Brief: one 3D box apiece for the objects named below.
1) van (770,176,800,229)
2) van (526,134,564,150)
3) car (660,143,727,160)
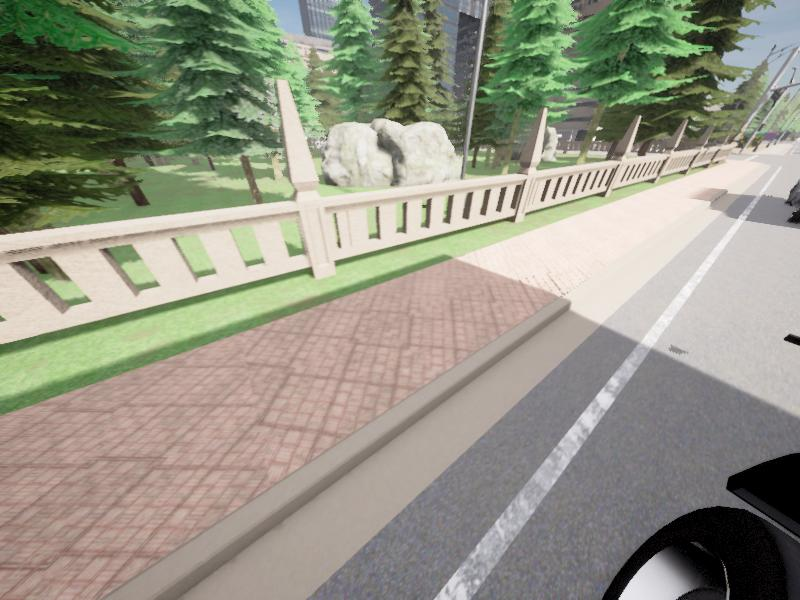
[{"bbox_3d":[14.674,-3.832,7.115,6.366,2.431,2.351,-22,41,-28],"label":"van"},{"bbox_3d":[29.974,-32.898,48.065,1.988,2.561,5.915,-22,41,-28],"label":"van"},{"bbox_3d":[34.883,-17.867,27.631,2.007,1.525,4.514,-22,41,-28],"label":"car"}]
